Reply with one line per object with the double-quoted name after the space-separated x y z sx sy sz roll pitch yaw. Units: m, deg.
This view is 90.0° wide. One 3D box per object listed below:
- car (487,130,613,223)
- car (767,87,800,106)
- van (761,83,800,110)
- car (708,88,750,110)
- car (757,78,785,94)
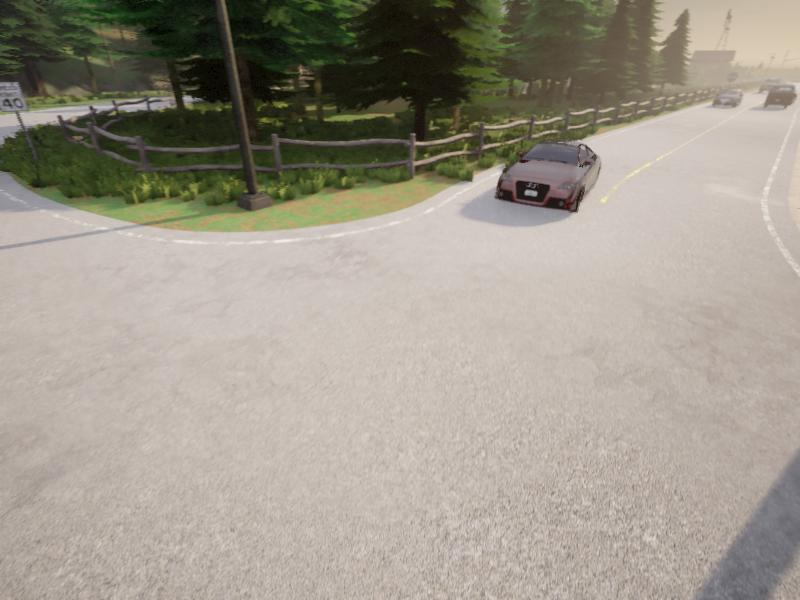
4.141 -3.507 10.752 1.994 1.385 4.181 18 34 27 "car"
39.743 -21.018 41.303 1.837 1.490 4.892 27 39 37 "car"
35.467 -18.986 37.251 1.775 1.987 4.442 26 38 36 "van"
30.937 -18.970 37.598 2.128 1.511 4.902 25 39 36 "car"
56.758 -32.749 61.173 2.150 2.045 5.566 26 39 36 "car"
